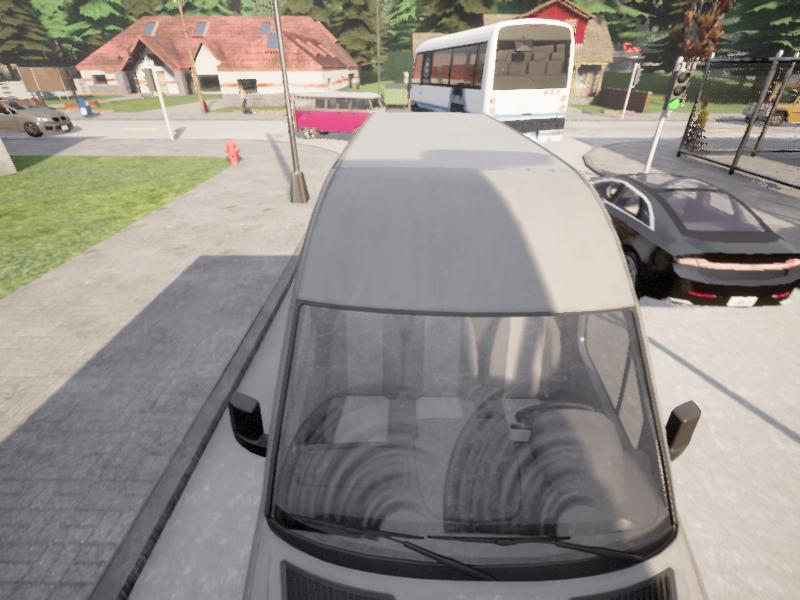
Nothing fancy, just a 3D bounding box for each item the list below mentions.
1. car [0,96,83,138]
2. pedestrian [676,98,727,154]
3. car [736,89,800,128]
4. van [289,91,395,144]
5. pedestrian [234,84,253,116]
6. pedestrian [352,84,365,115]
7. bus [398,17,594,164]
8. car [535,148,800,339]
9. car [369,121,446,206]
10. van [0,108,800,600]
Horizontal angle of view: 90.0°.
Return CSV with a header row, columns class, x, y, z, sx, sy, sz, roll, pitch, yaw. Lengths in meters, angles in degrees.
class,x,y,z,sx,sy,sz,roll,pitch,yaw
car,-19.238,-9.170,20.002,4.611,1.667,2.242,0,30,1
pedestrian,11.345,-6.561,15.120,0.751,1.860,0.751,0,30,0
car,22.802,-11.079,23.113,4.605,1.855,1.932,0,30,-1
van,-2.631,-8.587,18.712,4.442,1.987,1.775,8,31,14
pedestrian,-10.518,-13.480,26.940,0.751,1.860,0.751,-3,30,-5
pedestrian,-2.783,-13.552,27.072,0.751,1.860,0.751,0,30,0
bus,3.090,-9.351,17.773,3.944,4.253,10.273,-8,30,-12
car,4.211,-1.388,6.882,2.128,1.511,4.902,0,30,1
car,0.105,-3.948,11.214,1.789,1.549,3.705,-1,30,-2
van,0.318,0.038,3.429,1.988,2.561,5.915,1,30,0
